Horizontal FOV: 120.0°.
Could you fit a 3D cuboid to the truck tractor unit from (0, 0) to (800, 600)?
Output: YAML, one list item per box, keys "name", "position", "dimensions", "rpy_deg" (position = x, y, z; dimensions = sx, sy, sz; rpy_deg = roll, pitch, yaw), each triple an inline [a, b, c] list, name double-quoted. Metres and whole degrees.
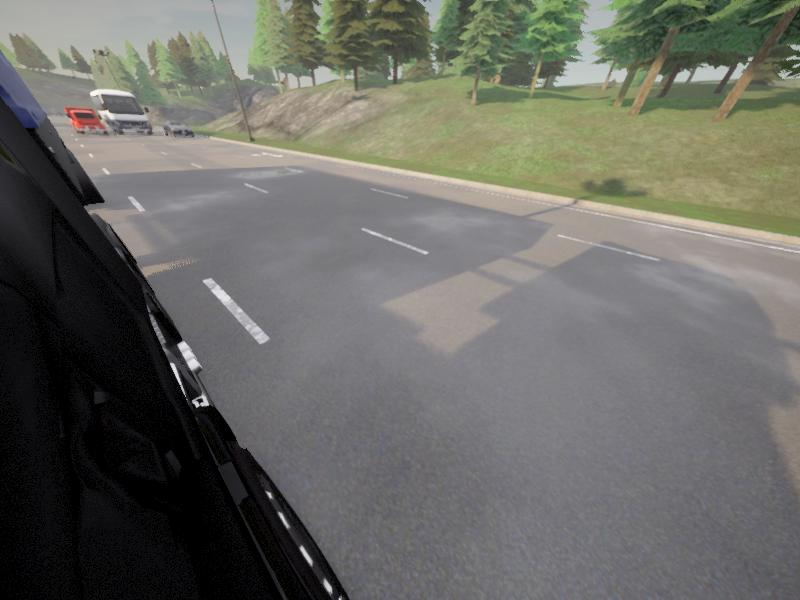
- name: "truck tractor unit"
  position: [-2.645, -0.295, 0.351]
  dimensions: [6.516, 4.208, 3.053]
  rpy_deg: [28, 44, 30]

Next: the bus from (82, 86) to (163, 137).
- name: "bus"
  position: [-34.937, -23.523, 29.080]
  dimensions: [10.273, 4.253, 3.944]
  rpy_deg: [29, 44, 30]

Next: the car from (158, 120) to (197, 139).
- name: "car"
  position: [-27.567, -21.137, 28.591]
  dimensions: [5.027, 1.651, 2.152]
  rpy_deg: [29, 44, 30]

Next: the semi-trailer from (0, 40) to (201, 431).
- name: "semi-trailer"
  position: [-8.675, -3.631, 4.234]
  dimensions: [14.254, 4.402, 2.717]
  rpy_deg: [29, 44, 30]

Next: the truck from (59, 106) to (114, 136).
- name: "truck"
  position: [-35.711, -20.350, 26.305]
  dimensions: [5.204, 2.467, 2.627]
  rpy_deg: [28, 44, 30]

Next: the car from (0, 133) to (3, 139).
- name: "car"
  position: [-35.195, -14.211, 18.861]
  dimensions: [4.856, 1.649, 2.033]
  rpy_deg: [29, 44, 30]
